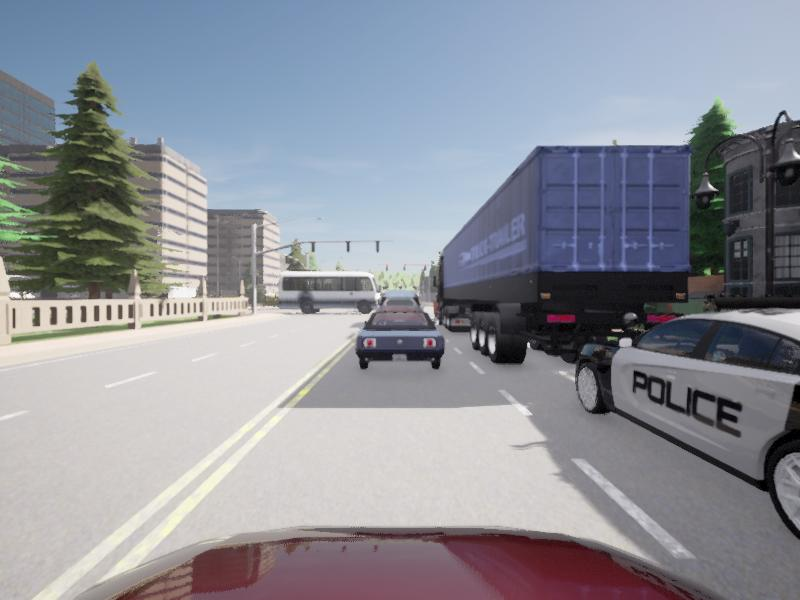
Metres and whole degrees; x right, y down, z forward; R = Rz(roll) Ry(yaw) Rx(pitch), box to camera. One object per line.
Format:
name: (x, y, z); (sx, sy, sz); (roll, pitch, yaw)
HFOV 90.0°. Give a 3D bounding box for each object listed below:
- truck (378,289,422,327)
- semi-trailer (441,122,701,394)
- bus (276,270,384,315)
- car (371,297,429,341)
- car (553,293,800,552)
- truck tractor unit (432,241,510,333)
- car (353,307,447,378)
truck: (-0.005, 0.422, 24.986); (2.390, 2.098, 6.274); (0, 0, 0)
semi-trailer: (3.503, -0.686, 13.607); (2.717, 4.402, 14.254); (0, 0, 0)
bus: (-6.896, -0.730, 40.698); (10.273, 4.253, 3.944); (0, 0, 1)
car: (-0.003, 0.696, 17.496); (2.152, 1.651, 5.027); (0, 0, 0)
car: (3.497, 0.762, 4.001); (1.930, 1.638, 5.238); (0, 0, 0)
truck tractor unit: (3.496, -0.603, 21.526); (3.053, 4.208, 6.516); (0, 0, 0)
car: (-0.002, 0.894, 10.375); (1.895, 1.301, 4.718); (0, 0, 0)
